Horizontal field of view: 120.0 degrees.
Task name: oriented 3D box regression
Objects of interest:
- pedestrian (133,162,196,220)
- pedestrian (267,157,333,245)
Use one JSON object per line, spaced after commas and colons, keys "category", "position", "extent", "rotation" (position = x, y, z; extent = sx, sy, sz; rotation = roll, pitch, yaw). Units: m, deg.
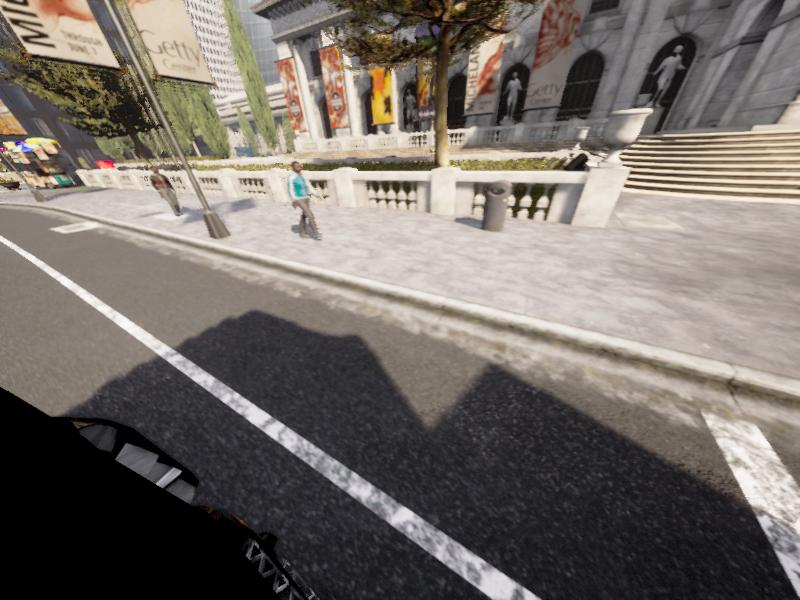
{"category": "pedestrian", "position": [-8.918, -4.141, 8.820], "extent": [0.751, 1.860, 0.751], "rotation": [14, 37, 24]}
{"category": "pedestrian", "position": [-2.405, -2.438, 5.768], "extent": [0.751, 1.860, 0.751], "rotation": [15, 38, 25]}
